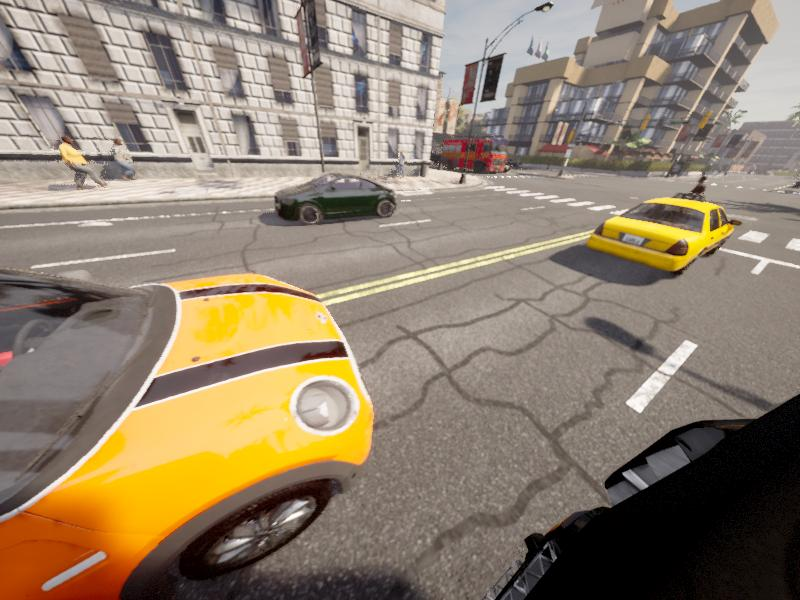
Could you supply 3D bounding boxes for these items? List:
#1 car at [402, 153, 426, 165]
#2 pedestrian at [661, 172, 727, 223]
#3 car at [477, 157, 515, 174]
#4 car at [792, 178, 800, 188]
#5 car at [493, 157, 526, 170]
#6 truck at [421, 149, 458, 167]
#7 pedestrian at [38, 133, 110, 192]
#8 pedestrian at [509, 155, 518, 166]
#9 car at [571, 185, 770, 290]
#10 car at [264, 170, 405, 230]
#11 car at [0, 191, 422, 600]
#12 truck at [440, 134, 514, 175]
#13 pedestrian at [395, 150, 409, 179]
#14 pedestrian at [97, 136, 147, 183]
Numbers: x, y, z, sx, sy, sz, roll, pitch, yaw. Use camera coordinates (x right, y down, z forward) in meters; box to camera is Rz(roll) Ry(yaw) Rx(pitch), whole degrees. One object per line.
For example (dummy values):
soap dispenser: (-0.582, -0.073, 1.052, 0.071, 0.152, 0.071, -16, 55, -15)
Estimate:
car: (2.318, -23.662, 38.769, 1.994, 1.385, 4.181, -16, 38, -27)
pedestrian: (12.521, -4.374, 9.910, 0.751, 1.860, 0.751, -9, 35, -17)
car: (12.544, -17.756, 30.448, 1.851, 1.617, 3.988, -16, 38, -27)
car: (57.308, -16.425, 32.040, 4.611, 1.667, 2.242, -16, 38, -26)
car: (18.954, -23.868, 40.329, 1.837, 1.490, 4.892, -16, 38, -27)
truck: (6.460, -23.772, 38.609, 2.390, 2.098, 6.274, -16, 38, -27)
pedestrian: (-12.609, -5.334, 9.030, 0.751, 1.860, 0.751, -18, 39, -29)
pedestrian: (22.825, -28.148, 46.472, 0.751, 1.860, 0.751, -13, 37, -23)
car: (7.241, -1.970, 6.137, 5.366, 1.575, 1.801, -16, 38, -27)
car: (-2.171, -3.674, 8.138, 4.181, 1.385, 1.994, -16, 38, -26)
car: (-2.446, 0.700, 1.107, 4.553, 1.767, 2.097, -16, 38, -26)
truck: (9.096, -18.214, 28.844, 2.891, 3.827, 8.468, -16, 38, -26)
pedestrian: (0.126, -10.393, 17.732, 0.751, 1.860, 0.751, -15, 37, -25)
pedestrian: (-13.262, -6.744, 11.112, 0.751, 1.860, 0.751, -18, 39, -28)
